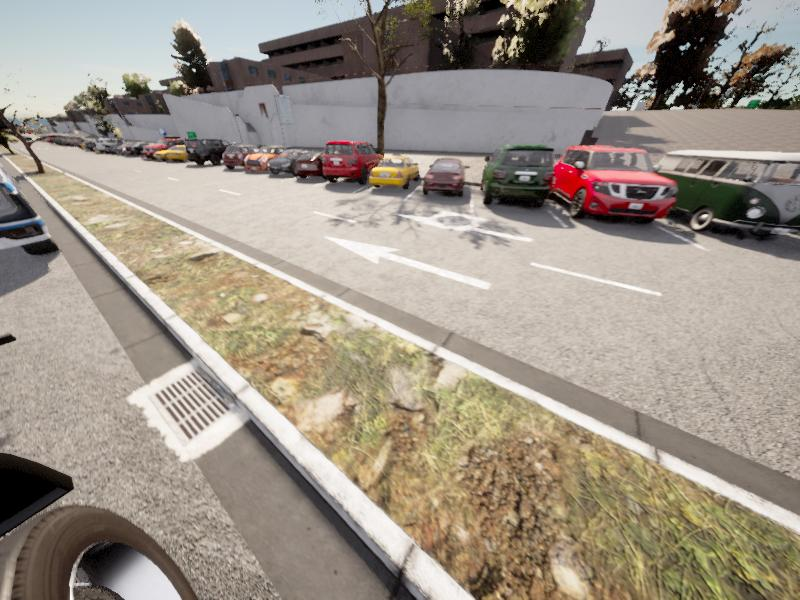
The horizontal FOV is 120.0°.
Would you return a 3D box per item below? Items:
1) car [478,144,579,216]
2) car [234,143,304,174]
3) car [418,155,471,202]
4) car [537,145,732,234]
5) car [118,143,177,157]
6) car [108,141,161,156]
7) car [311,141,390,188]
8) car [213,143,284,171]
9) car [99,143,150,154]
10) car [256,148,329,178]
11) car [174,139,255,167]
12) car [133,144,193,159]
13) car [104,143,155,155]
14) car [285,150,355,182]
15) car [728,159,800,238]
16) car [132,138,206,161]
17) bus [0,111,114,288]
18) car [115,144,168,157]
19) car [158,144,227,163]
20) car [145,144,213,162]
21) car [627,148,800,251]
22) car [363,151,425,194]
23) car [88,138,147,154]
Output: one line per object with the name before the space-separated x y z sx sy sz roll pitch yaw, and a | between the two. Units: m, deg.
car | 4.844 -5.453 9.915 2.435 2.045 5.566 9 35 12
car | -10.027 -11.270 18.249 2.185 1.767 4.553 9 35 11
car | 2.354 -6.188 11.438 2.002 1.452 4.674 9 35 12
car | 7.314 -4.423 8.478 2.435 2.045 5.566 9 35 11
car | -34.846 -20.862 32.110 2.097 1.535 5.008 8 35 12
car | -39.792 -22.923 34.837 2.185 1.767 4.553 9 35 11
car | -2.593 -8.422 14.053 2.435 2.045 5.566 9 35 11
car | -12.530 -12.216 19.575 2.185 1.767 4.553 8 35 12
car | -44.766 -24.746 37.687 2.163 1.488 4.792 8 35 12
car | -7.554 -10.169 16.925 2.231 1.521 4.892 9 35 11
car | -17.479 -14.308 22.309 2.435 2.045 5.566 8 35 12
car | -29.884 -18.894 29.334 2.163 1.488 4.792 9 35 11
car | -42.279 -23.739 36.290 2.002 1.452 4.674 9 35 11
car | -5.078 -9.177 15.587 2.163 1.488 4.792 9 35 11
car | 12.236 -2.305 5.742 2.185 1.767 4.553 9 35 12
car | -27.399 -18.158 27.790 2.435 2.045 5.566 9 35 11
bus | -11.711 -3.403 4.933 10.273 4.253 3.944 22 40 27
car | -37.320 -21.801 33.524 2.002 1.452 4.674 9 35 11
car | -22.398 -16.134 25.337 1.946 1.575 5.366 8 35 12
car | -24.963 -16.900 26.419 1.946 1.575 5.366 9 35 11
car | 9.760 -3.353 7.027 1.878 1.987 4.442 9 35 12
car | -0.076 -7.317 12.944 1.946 1.575 5.366 9 35 11
car | -47.242 -25.956 38.903 2.435 2.045 5.566 9 35 11
